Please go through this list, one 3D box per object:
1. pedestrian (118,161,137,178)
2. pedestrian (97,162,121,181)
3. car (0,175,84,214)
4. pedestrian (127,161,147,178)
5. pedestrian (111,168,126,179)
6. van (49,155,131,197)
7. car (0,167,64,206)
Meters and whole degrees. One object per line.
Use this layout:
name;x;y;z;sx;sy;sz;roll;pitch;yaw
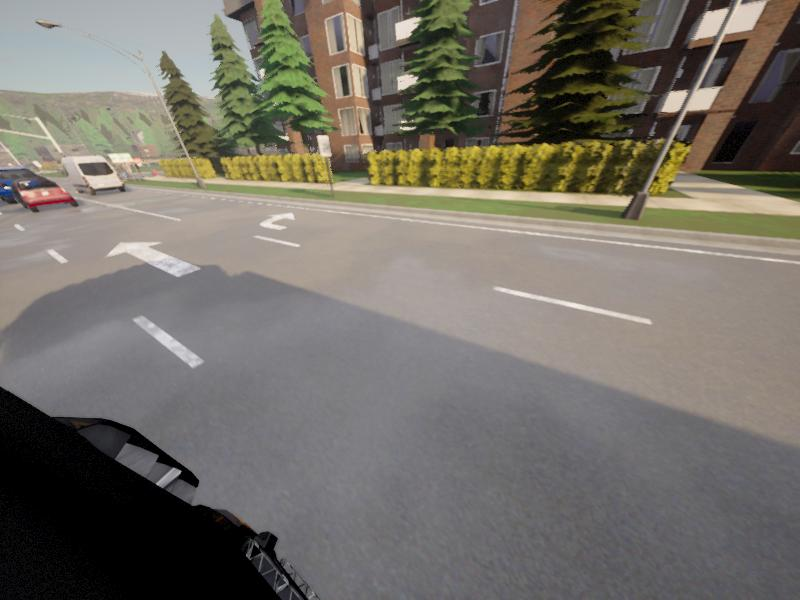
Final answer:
pedestrian;-35.361;-16.892;29.958;0.751;1.860;0.751;21;40;31
pedestrian;-33.386;-14.733;26.538;0.751;1.860;0.751;12;36;21
car;-20.759;-6.182;13.317;3.988;1.617;1.851;16;38;26
pedestrian;-33.444;-16.596;29.373;0.751;1.860;0.751;15;37;24
pedestrian;-39.639;-17.871;32.526;0.751;1.300;0.751;17;38;27
van;-24.726;-9.958;18.449;5.915;2.561;1.988;16;38;26
car;-26.926;-8.145;16.325;5.566;2.045;2.150;16;38;26
